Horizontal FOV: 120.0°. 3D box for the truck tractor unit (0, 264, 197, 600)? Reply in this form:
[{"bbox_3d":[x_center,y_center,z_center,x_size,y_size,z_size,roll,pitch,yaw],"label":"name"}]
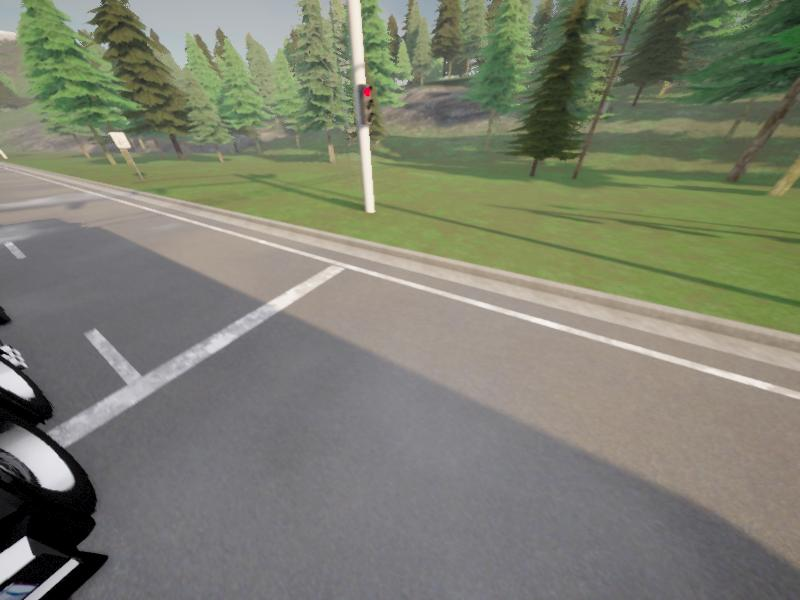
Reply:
[{"bbox_3d":[-5.116,-0.294,0.781,6.516,4.208,3.053,18,39,24],"label":"truck tractor unit"}]
